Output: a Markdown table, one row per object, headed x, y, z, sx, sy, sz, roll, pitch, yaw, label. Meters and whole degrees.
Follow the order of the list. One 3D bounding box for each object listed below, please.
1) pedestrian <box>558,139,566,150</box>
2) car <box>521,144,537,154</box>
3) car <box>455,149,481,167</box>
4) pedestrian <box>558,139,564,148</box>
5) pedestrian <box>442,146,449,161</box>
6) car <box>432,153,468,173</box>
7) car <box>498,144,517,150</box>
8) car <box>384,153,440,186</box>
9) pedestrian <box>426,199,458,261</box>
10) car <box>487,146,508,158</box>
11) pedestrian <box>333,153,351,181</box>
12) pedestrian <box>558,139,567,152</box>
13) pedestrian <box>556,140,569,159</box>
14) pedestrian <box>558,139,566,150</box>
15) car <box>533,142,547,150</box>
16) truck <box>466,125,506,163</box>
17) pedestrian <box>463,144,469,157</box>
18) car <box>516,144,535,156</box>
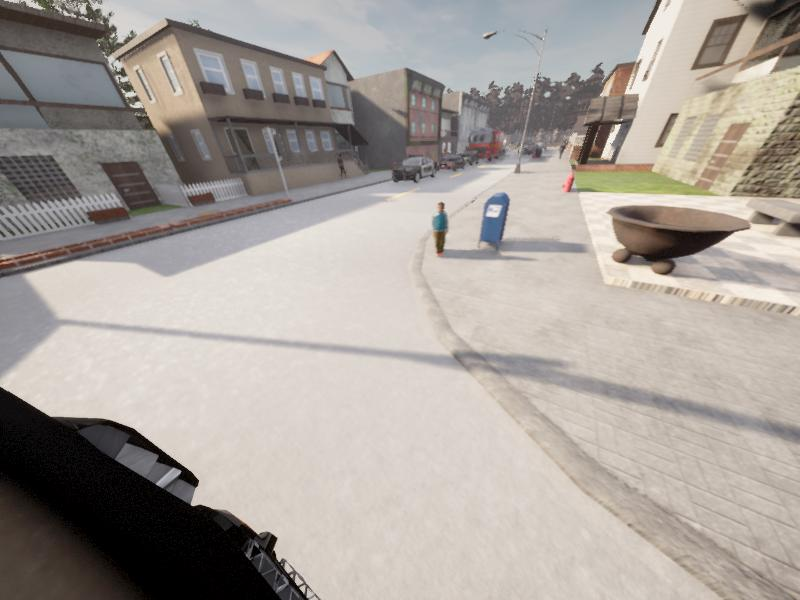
| x | y | z | sx | sy | sz | roll | pitch | yaw | label |
| --- | --- | --- | --- | --- | --- | --- | --- | --- | --- |
| 32.149 | -30.792 | 45.752 | 0.751 | 1.860 | 0.751 | 17 | 38 | 27 | pedestrian |
| 24.742 | -28.881 | 44.163 | 1.994 | 1.385 | 4.181 | 15 | 38 | 26 | car |
| 7.926 | -16.535 | 26.794 | 1.789 | 1.549 | 3.705 | 16 | 38 | 26 | car |
| 39.956 | -38.923 | 57.334 | 0.751 | 1.860 | 0.751 | 16 | 38 | 27 | pedestrian |
| 6.507 | -21.163 | 33.368 | 0.751 | 1.860 | 0.751 | 11 | 36 | 20 | pedestrian |
| 4.938 | -13.474 | 22.601 | 1.994 | 1.385 | 4.181 | 16 | 38 | 26 | car |
| 32.522 | -46.360 | 69.896 | 4.718 | 1.301 | 1.895 | 20 | 40 | 31 | car |
| 1.106 | -9.832 | 17.187 | 1.930 | 1.638 | 5.238 | 15 | 38 | 25 | car |
| 0.842 | -1.459 | 4.849 | 0.500 | 1.100 | 0.500 | -5 | 34 | -3 | pedestrian |
| 16.507 | -25.113 | 39.066 | 2.163 | 1.488 | 4.792 | 16 | 38 | 26 | car |
| -4.584 | -10.568 | 18.333 | 0.751 | 1.860 | 0.751 | 12 | 37 | 22 | pedestrian |
| 28.698 | -27.256 | 40.714 | 0.751 | 1.860 | 0.751 | 17 | 38 | 27 | pedestrian |
| 18.527 | -17.167 | 26.365 | 0.751 | 1.860 | 0.751 | 16 | 38 | 26 | pedestrian |
| 32.549 | -31.230 | 46.380 | 0.751 | 1.860 | 0.751 | 16 | 38 | 26 | pedestrian |
| 35.801 | -39.451 | 59.095 | 1.812 | 1.442 | 4.674 | 23 | 42 | 34 | car |
| 12.113 | -21.737 | 32.225 | 2.891 | 3.827 | 8.468 | 16 | 38 | 26 | truck |
| 11.429 | -25.921 | 40.124 | 0.751 | 1.860 | 0.751 | 12 | 36 | 21 | pedestrian |
| 21.249 | -25.445 | 39.130 | 2.038 | 1.542 | 4.974 | 16 | 38 | 26 | car |
